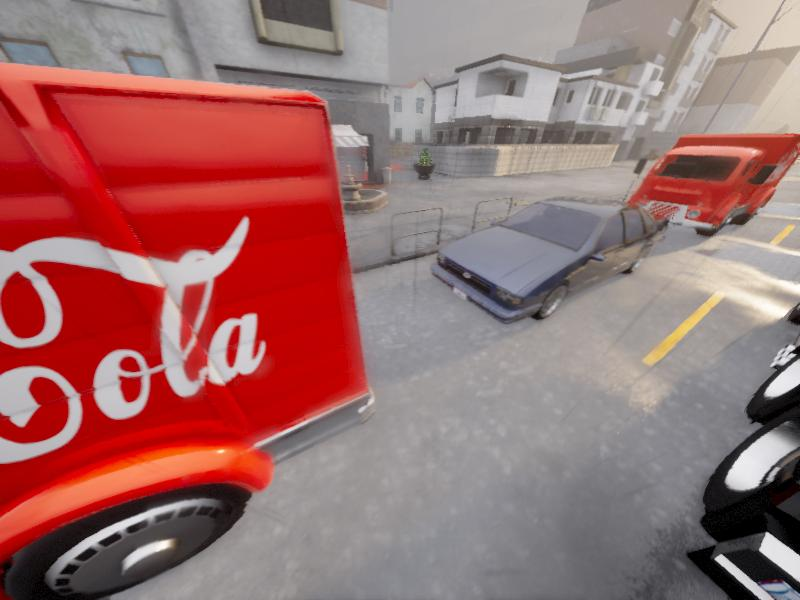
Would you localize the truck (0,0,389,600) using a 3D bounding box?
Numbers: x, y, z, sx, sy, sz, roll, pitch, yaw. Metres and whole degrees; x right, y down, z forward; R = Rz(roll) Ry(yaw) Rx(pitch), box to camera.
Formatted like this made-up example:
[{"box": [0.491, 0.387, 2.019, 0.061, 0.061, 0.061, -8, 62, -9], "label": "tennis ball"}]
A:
[{"box": [-3.004, 0.435, 1.190, 5.204, 2.467, 2.627, -18, 39, -24], "label": "truck"}]

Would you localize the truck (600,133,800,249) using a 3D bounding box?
[{"box": [9.754, -3.762, 7.320, 5.204, 2.467, 2.627, -19, 39, -24], "label": "truck"}]

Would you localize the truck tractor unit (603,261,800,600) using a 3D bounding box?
[{"box": [5.105, -0.306, 0.791, 6.516, 4.208, 3.053, -18, 39, -24], "label": "truck tractor unit"}]

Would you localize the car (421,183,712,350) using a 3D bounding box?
[{"box": [3.242, -1.174, 4.504, 5.357, 1.411, 2.033, -18, 39, -25], "label": "car"}]
